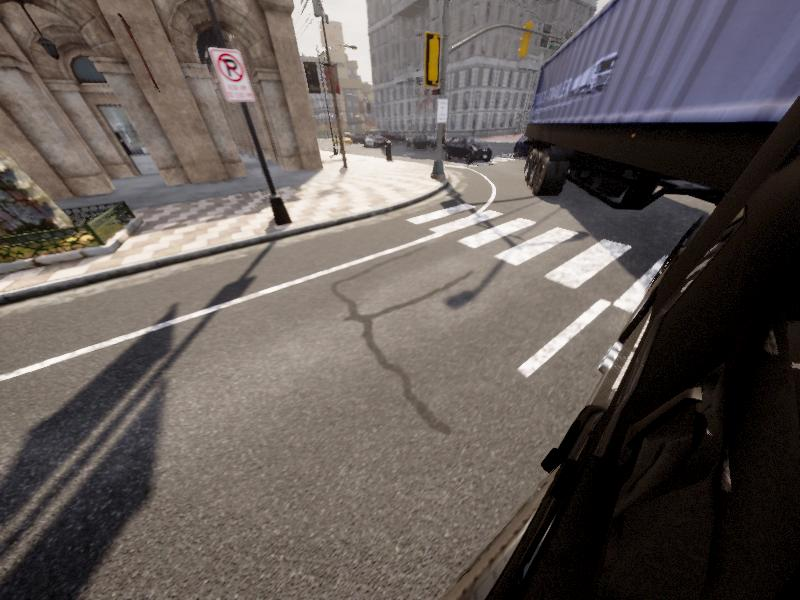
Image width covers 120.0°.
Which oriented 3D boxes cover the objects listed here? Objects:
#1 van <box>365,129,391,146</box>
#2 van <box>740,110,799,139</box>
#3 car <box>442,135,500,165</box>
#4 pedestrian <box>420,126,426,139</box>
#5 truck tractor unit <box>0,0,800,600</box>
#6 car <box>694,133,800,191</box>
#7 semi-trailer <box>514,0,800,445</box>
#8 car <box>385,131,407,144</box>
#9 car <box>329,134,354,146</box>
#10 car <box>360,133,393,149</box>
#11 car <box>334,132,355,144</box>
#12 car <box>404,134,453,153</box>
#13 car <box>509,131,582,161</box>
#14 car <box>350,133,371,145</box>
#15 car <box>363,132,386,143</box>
[{"bbox_3d":[-3.479,-25.598,36.299,1.775,1.987,4.442,-24,42,-26],"label":"van"},{"bbox_3d":[35.167,-16.709,22.041,4.480,2.038,2.069,-26,43,-28],"label":"van"},{"bbox_3d":[4.744,-10.465,16.015,1.845,1.501,3.633,-16,39,-17],"label":"car"},{"bbox_3d":[4.305,-30.924,42.726,0.751,1.860,0.751,-17,39,-18],"label":"pedestrian"},{"bbox_3d":[2.645,-0.295,0.351,6.516,4.208,3.053,-28,44,-30],"label":"truck tractor unit"},{"bbox_3d":[14.498,-5.342,8.726,1.994,1.385,4.181,5,38,10],"label":"car"},{"bbox_3d":[5.721,-4.681,5.822,2.717,4.402,14.254,9,39,13],"label":"semi-trailer"},{"bbox_3d":[-0.737,-26.820,38.118,1.789,1.549,3.705,-24,42,-26],"label":"car"},{"bbox_3d":[-9.911,-27.088,39.016,1.801,1.575,5.366,-24,42,-26],"label":"car"},{"bbox_3d":[-3.202,-21.529,31.237,2.038,1.542,4.974,-24,42,-26],"label":"car"},{"bbox_3d":[-10.758,-31.416,44.758,2.242,1.667,4.611,-22,41,-24],"label":"car"},{"bbox_3d":[2.798,-16.505,24.295,2.033,1.411,5.357,-24,42,-26],"label":"car"},{"bbox_3d":[10.071,-10.885,16.245,1.845,1.501,3.633,-29,44,-30],"label":"car"},{"bbox_3d":[-6.907,-28.231,40.442,1.816,1.474,4.193,-25,42,-26],"label":"car"},{"bbox_3d":[-4.781,-30.167,42.803,1.801,1.575,5.366,-25,42,-26],"label":"car"}]
